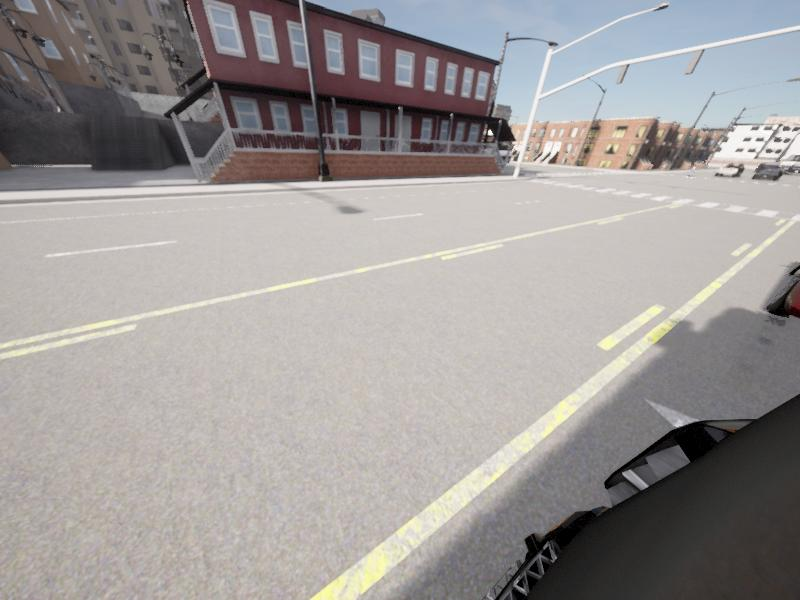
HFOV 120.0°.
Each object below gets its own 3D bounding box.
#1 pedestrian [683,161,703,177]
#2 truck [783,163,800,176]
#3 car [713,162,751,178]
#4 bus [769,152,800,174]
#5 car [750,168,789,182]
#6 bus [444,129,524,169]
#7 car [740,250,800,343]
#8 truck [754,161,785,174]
[{"bbox_3d":[38.614,-17.283,30.463,0.751,1.860,0.751,-20,40,-30],"label":"pedestrian"},{"bbox_3d":[78.020,-25.532,45.161,6.274,2.098,2.390,-18,39,-28],"label":"truck"},{"bbox_3d":[48.403,-19.006,33.698,4.605,1.855,1.932,-16,38,-26],"label":"car"},{"bbox_3d":[94.120,-31.353,52.960,3.944,4.253,10.273,12,35,14],"label":"bus"},{"bbox_3d":[49.972,-17.006,31.269,4.181,1.385,1.994,-16,38,-26],"label":"car"},{"bbox_3d":[11.439,-21.770,33.302,3.944,4.253,10.273,-16,38,-26],"label":"bus"},{"bbox_3d":[8.091,-0.339,3.559,4.792,1.488,2.163,-16,38,-26],"label":"car"},{"bbox_3d":[78.559,-28.214,49.203,6.274,2.098,2.390,-24,42,-33],"label":"truck"}]
